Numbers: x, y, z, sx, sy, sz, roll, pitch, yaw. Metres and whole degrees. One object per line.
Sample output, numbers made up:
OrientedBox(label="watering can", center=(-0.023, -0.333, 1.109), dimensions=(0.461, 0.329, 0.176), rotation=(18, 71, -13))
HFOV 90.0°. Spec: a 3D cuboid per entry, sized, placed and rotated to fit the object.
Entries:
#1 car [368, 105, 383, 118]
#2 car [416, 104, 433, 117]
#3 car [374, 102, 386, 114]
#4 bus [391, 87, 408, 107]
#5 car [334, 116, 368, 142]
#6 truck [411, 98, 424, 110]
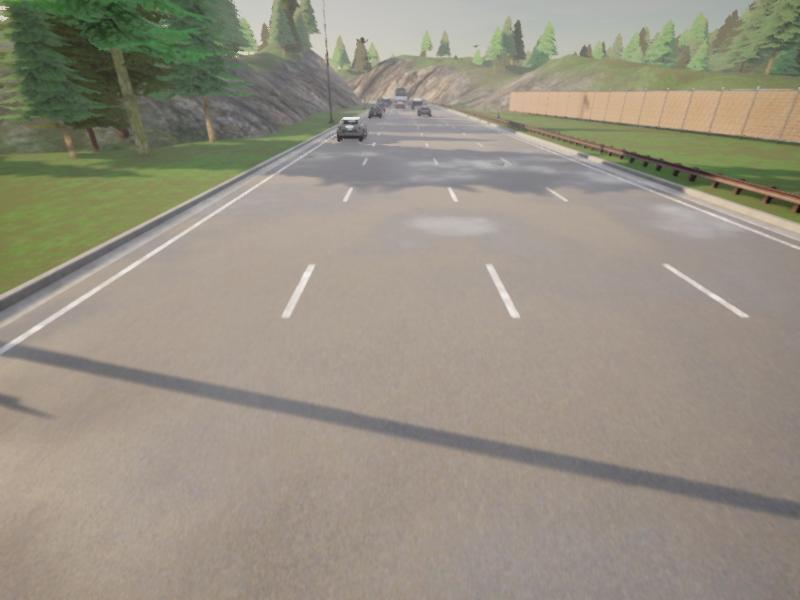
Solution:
OrientedBox(label="car", center=(-3.375, -26.136, 55.486), dimensions=(1.816, 1.474, 4.193), rotation=(0, 27, -1))
OrientedBox(label="car", center=(3.572, -27.969, 59.006), dimensions=(2.128, 1.511, 4.902), rotation=(0, 27, 0))
OrientedBox(label="car", center=(-3.369, -32.891, 68.485), dimensions=(1.851, 1.617, 3.988), rotation=(0, 27, 0))
OrientedBox(label="bus", center=(-0.232, -52.037, 102.532), dimensions=(3.944, 4.253, 10.273), rotation=(-2, 27, -3))
OrientedBox(label="car", center=(-3.475, -12.537, 29.195), dimensions=(1.970, 1.475, 3.806), rotation=(0, 27, 0))
OrientedBox(label="truck", center=(3.559, -41.062, 83.673), dimensions=(2.390, 2.098, 6.274), rotation=(0, 27, 0))
